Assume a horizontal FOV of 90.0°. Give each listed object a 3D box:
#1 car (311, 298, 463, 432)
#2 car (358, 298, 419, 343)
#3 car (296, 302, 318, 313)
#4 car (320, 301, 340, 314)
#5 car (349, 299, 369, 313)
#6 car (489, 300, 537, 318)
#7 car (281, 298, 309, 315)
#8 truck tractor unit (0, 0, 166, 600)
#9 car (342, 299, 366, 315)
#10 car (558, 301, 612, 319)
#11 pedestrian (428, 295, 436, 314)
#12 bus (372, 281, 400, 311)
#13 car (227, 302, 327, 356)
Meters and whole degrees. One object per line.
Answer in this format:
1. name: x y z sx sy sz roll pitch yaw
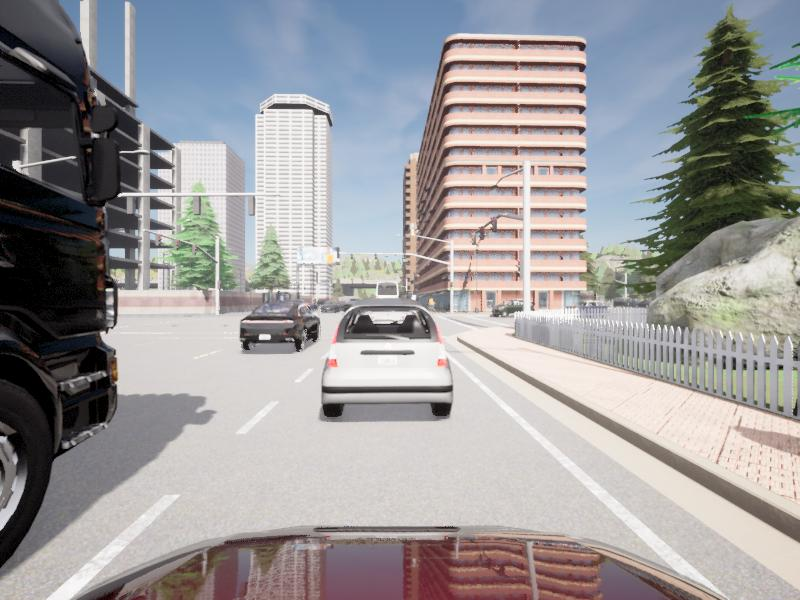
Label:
1. car: -0.214 0.788 6.874 1.851 1.617 3.988 0 0 -2
2. car: -0.320 0.758 17.018 2.242 1.667 4.611 0 0 3
3. car: -12.179 0.943 52.751 1.895 1.301 4.718 0 0 -2
4. car: -8.566 0.844 49.348 1.837 1.490 4.892 0 0 -2
5. car: -5.143 0.756 51.295 2.242 1.667 4.611 0 0 -2
6. car: 10.037 0.759 35.522 3.705 1.549 1.789 0 0 -14
7. car: -11.956 0.694 45.747 2.097 1.767 4.553 0 0 -2
8. truck tractor unit: -3.404 -0.517 0.136 3.053 4.208 6.516 0 0 -3
9. car: -5.075 0.771 44.736 1.930 1.638 5.238 0 -1 1
10. car: 15.441 0.798 33.417 3.806 1.475 1.970 0 0 -22
11. pedestrian: 3.259 0.468 40.712 0.751 1.860 0.751 0 0 -3
12. bus: -2.069 -0.533 61.410 3.944 4.253 10.273 0 0 -2
13. car: -3.958 0.837 13.855 2.128 1.511 4.902 0 0 -2
